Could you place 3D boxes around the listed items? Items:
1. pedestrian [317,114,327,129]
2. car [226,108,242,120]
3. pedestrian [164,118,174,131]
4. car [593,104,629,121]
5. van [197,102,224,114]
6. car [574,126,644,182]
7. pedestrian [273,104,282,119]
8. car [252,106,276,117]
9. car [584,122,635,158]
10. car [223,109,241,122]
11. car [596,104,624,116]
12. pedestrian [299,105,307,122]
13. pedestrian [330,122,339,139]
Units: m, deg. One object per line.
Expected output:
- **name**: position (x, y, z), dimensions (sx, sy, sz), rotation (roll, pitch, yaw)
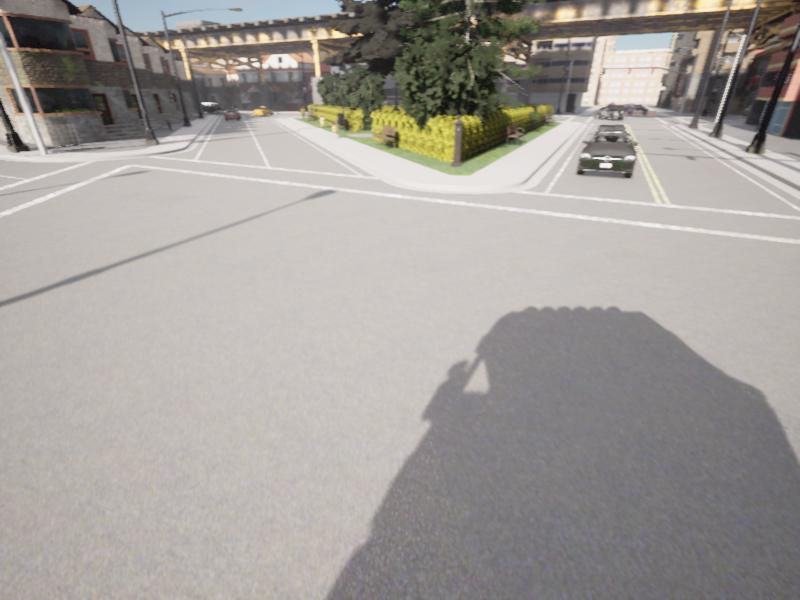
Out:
- **pedestrian**: position (-7.753, -17.821, 39.864), dimensions (0.751, 1.300, 0.751), rotation (-7, 28, -13)
- **car**: position (-25.549, -28.683, 61.527), dimensions (1.970, 1.475, 3.806), rotation (-9, 28, -17)
- **pedestrian**: position (-21.784, -16.585, 37.771), dimensions (0.500, 1.100, 0.500), rotation (-8, 28, -15)
- **car**: position (28.142, -25.094, 53.485), dimensions (1.905, 1.878, 3.866), rotation (-8, 28, -16)
- **van**: position (-37.764, -38.291, 79.879), dimensions (4.480, 2.038, 2.069), rotation (12, 29, 22)
- **car**: position (9.234, -6.617, 17.744), dimensions (2.152, 1.651, 5.027), rotation (12, 30, 23)
- **pedestrian**: position (-17.592, -27.040, 57.413), dimensions (0.751, 1.860, 0.751), rotation (1, 27, 2)
- **car**: position (-23.474, -32.690, 69.246), dimensions (1.801, 1.575, 5.366), rotation (4, 27, 6)
- **car**: position (12.202, -9.414, 23.353), dimensions (2.163, 1.488, 4.792), rotation (12, 29, 22)
- **car**: position (-23.763, -26.167, 56.576), dimensions (1.970, 1.475, 3.806), rotation (-9, 28, -17)
- **car**: position (34.902, -31.567, 66.435), dimensions (4.974, 1.542, 2.038), rotation (-21, 34, -35)
- **pedestrian**: position (-12.260, -23.603, 50.631), dimensions (0.751, 1.860, 0.751), rotation (-10, 28, -17)
- **pedestrian**: position (-4.912, -12.687, 29.982), dimensions (0.500, 1.100, 0.500), rotation (-8, 28, -14)
